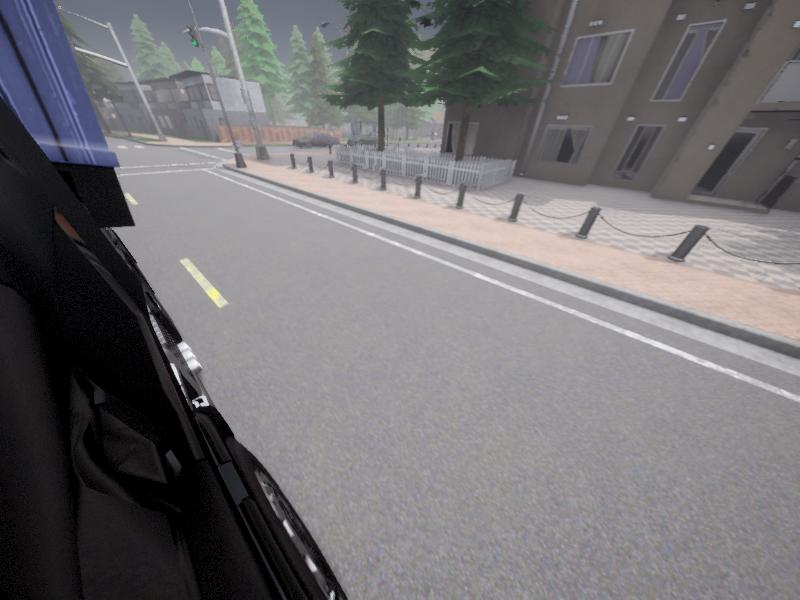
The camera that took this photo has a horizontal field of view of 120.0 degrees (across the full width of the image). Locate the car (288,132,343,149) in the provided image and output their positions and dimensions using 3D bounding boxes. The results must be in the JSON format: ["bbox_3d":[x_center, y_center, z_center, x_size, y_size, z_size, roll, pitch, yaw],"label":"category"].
[{"bbox_3d":[-9.308,-17.948,26.013,2.033,1.411,5.357,30,45,32],"label":"car"}]

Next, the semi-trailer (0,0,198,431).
[{"bbox_3d":[-8.961,-3.463,3.868,14.254,4.402,2.717,24,31,24],"label":"semi-trailer"}]

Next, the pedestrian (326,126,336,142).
[{"bbox_3d":[-9.736,-23.453,32.695,0.751,1.860,0.751,30,45,32],"label":"pedestrian"}]

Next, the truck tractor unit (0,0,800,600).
[{"bbox_3d":[-2.645,-0.295,0.351,6.516,4.208,3.053,28,44,30],"label":"truck tractor unit"}]

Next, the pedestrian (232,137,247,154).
[{"bbox_3d":[-12.743,-12.241,18.343,0.500,1.100,0.500,24,42,26],"label":"pedestrian"}]

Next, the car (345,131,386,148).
[{"bbox_3d":[-4.399,-21.099,30.351,2.152,1.651,5.027,30,45,32],"label":"car"}]
